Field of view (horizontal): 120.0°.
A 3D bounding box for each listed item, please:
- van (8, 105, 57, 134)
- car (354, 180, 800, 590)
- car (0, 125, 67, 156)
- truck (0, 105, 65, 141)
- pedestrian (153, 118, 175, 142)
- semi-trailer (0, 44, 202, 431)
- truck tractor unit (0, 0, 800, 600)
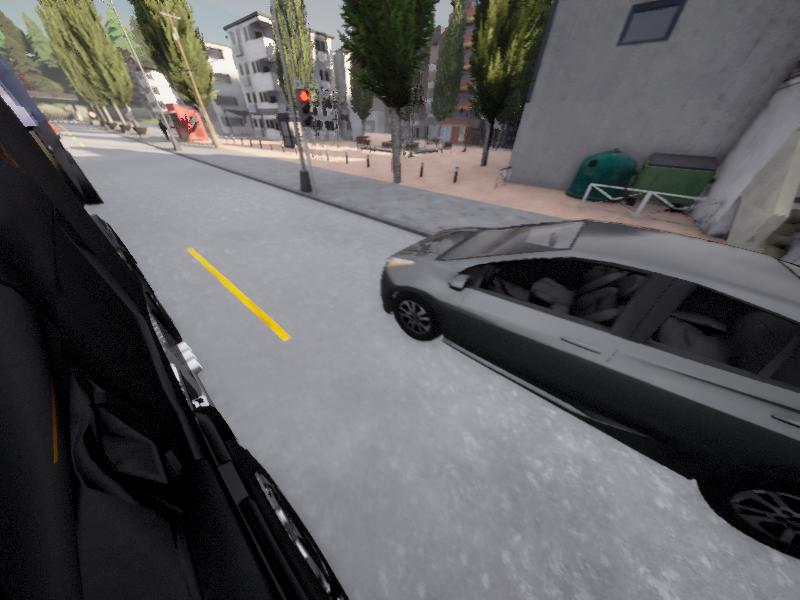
[{"bbox_3d":[-44.716,-22.025,28.245,5.915,2.561,1.988,28,44,30],"label":"van"},{"bbox_3d":[1.871,0.061,2.387,4.514,1.525,2.007,28,44,30],"label":"car"},{"bbox_3d":[-23.588,-10.282,14.815,4.181,1.385,1.994,28,44,30],"label":"car"},{"bbox_3d":[-34.285,-16.434,21.460,5.204,2.467,2.627,28,44,30],"label":"truck"},{"bbox_3d":[-23.753,-17.128,23.284,0.751,1.860,0.751,31,45,32],"label":"pedestrian"},{"bbox_3d":[-8.704,-3.594,4.233,14.254,4.402,2.717,28,44,30],"label":"semi-trailer"},{"bbox_3d":[-2.645,-0.295,0.351,6.516,4.208,3.053,28,44,30],"label":"truck tractor unit"}]
